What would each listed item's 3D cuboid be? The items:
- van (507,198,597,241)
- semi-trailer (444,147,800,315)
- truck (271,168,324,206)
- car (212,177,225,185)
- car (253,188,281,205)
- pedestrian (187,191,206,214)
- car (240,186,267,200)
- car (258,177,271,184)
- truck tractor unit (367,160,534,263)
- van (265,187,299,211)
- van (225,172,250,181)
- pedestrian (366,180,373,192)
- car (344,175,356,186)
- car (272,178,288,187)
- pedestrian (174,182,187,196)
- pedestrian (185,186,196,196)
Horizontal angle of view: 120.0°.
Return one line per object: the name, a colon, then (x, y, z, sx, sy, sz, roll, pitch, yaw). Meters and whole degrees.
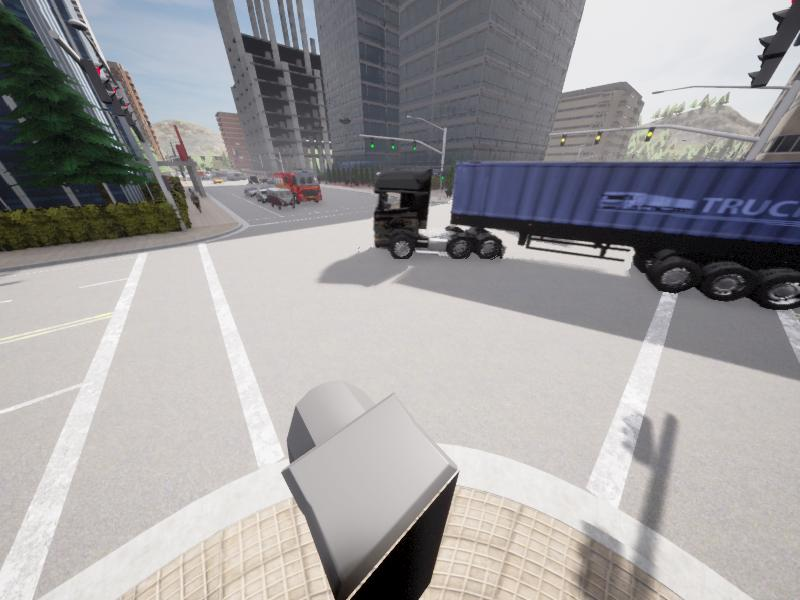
van: (10.142, -5.676, 15.845, 1.775, 1.987, 4.442, -23, 37, -34)
semi-trailer: (9.169, -3.062, 8.871, 14.254, 4.402, 2.717, 15, 33, 24)
truck: (-13.322, -14.808, 29.830, 2.891, 3.827, 8.468, -23, 37, -34)
car: (-47.398, -31.067, 60.279, 1.882, 1.535, 5.008, -23, 37, -34)
car: (-17.092, -13.309, 29.581, 1.970, 1.475, 3.806, -23, 37, -34)
pedestrian: (-19.191, -9.229, 21.777, 0.751, 1.860, 0.751, -23, 37, -34)
car: (-21.938, -16.107, 34.510, 2.033, 1.411, 5.357, -23, 37, -34)
car: (-38.033, -33.671, 64.788, 1.882, 1.535, 5.008, -23, 37, -34)
truck tractor unit: (1.972, -4.409, 11.412, 6.516, 4.208, 3.053, 1, 29, 0)
van: (-13.002, -11.136, 25.307, 1.775, 1.987, 4.442, -23, 37, -34)
van: (-51.665, -39.414, 73.690, 5.915, 2.561, 1.988, -23, 37, -34)
pedestrian: (-5.260, -19.628, 39.788, 0.751, 1.860, 0.751, -23, 37, -34)
car: (-11.925, -28.857, 55.608, 2.390, 2.098, 6.274, -5, 30, -9)
car: (-28.857, -28.274, 55.483, 1.837, 1.490, 4.892, -23, 37, -34)
pedestrian: (-32.721, -16.557, 34.470, 0.751, 1.860, 0.751, 25, 38, 36)
pedestrian: (-31.517, -16.396, 34.750, 0.751, 1.300, 0.751, -24, 38, -35)
